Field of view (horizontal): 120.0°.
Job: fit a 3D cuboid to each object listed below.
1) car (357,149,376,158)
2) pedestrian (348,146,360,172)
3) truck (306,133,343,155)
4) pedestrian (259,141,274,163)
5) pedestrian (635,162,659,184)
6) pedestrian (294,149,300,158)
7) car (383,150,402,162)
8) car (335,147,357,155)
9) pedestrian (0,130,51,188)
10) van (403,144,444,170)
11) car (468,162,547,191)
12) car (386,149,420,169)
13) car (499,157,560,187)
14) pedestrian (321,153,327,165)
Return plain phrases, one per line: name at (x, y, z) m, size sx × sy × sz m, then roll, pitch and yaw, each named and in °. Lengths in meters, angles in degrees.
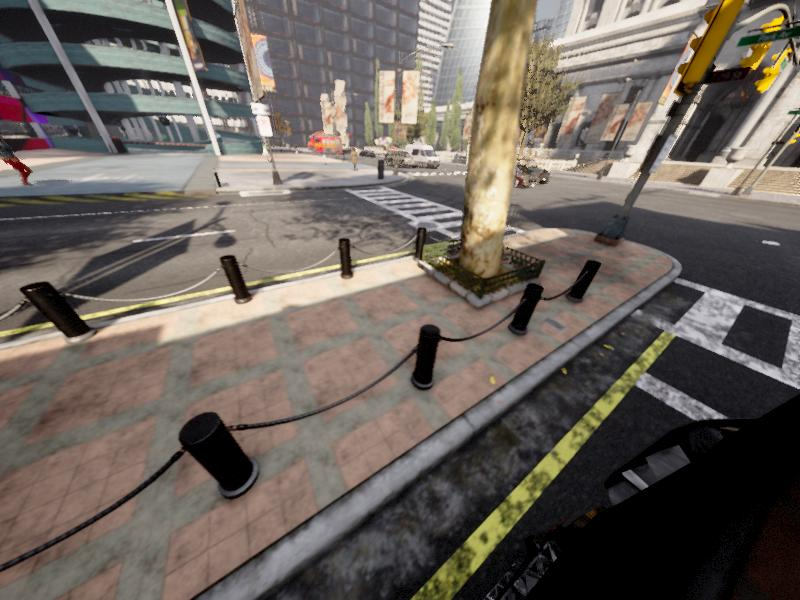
car at (-6.934, -30.475, 48.128) m, size 1.994 × 1.385 × 4.181 m, roll -23°, pitch 41°, yaw -34°
pedestrian at (-3.986, -12.198, 20.041) m, size 0.751 × 1.860 × 0.751 m, roll -7°, pitch 35°, yaw -15°
truck at (-18.012, -37.200, 55.132) m, size 8.468 × 3.827 × 2.891 m, roll 19°, pitch 37°, yaw 23°
pedestrian at (-13.744, -15.196, 23.760) m, size 0.751 × 1.860 × 0.751 m, roll -25°, pitch 43°, yaw -36°
pedestrian at (25.024, -12.868, 23.434) m, size 0.751 × 1.860 × 0.751 m, roll -17°, pitch 39°, yaw -28°
pedestrian at (-14.595, -20.701, 32.681) m, size 0.500 × 1.100 × 0.500 m, roll -14°, pitch 37°, yaw -24°
car at (-1.426, -26.191, 41.947) m, size 1.789 × 1.549 × 3.705 m, roll -17°, pitch 38°, yaw -28°
car at (-13.201, -36.499, 56.583) m, size 4.902 × 1.511 × 2.128 m, roll 22°, pitch 38°, yaw 26°
pedestrian at (-15.029, -5.439, 8.940) m, size 0.751 × 1.860 × 0.751 m, roll -15°, pitch 38°, yaw -25°
van at (2.946, -18.990, 30.558) m, size 1.988 × 2.561 × 5.915 m, roll -17°, pitch 39°, yaw -28°
car at (8.268, -9.969, 18.427) m, size 2.033 × 1.411 × 5.357 m, roll -17°, pitch 39°, yaw -28°
car at (0.286, -17.499, 28.690) m, size 1.932 × 1.855 × 4.605 m, roll -17°, pitch 39°, yaw -28°
car at (11.073, -11.249, 20.136) m, size 1.905 × 1.878 × 3.866 m, roll -17°, pitch 39°, yaw -28°
pedestrian at (-8.345, -15.508, 25.363) m, size 0.500 × 1.100 × 0.500 m, roll -8°, pitch 35°, yaw -16°
